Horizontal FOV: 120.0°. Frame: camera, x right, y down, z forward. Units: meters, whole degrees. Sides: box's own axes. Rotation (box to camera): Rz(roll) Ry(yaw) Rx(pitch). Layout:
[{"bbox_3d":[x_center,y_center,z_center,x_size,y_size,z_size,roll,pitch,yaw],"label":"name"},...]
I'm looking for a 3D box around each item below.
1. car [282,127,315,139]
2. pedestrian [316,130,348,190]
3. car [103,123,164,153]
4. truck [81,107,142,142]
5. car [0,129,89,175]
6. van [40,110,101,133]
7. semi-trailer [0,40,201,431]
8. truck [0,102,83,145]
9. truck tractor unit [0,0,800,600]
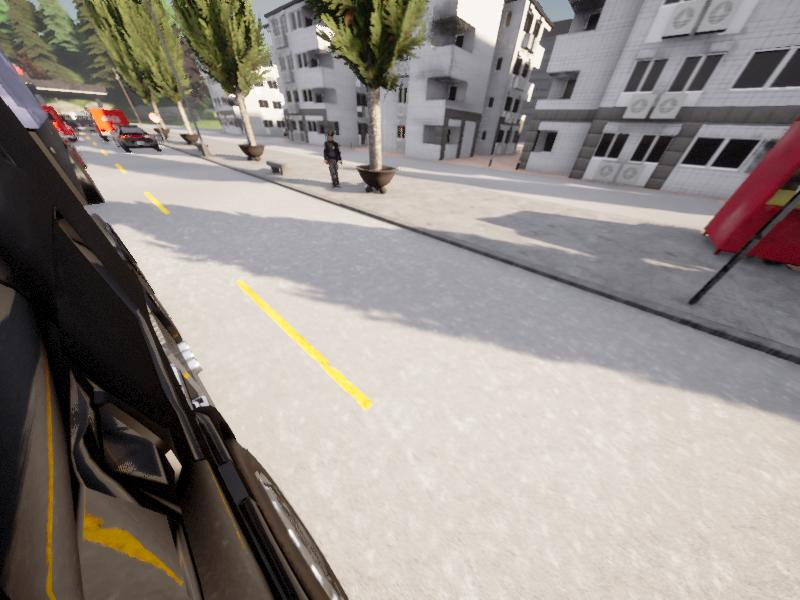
[{"bbox_3d":[-18.035,-29.715,41.193,4.974,1.542,2.038,-10,39,-16],"label":"car"},{"bbox_3d":[-2.528,-5.287,8.789,0.751,1.860,0.751,2,37,-1],"label":"pedestrian"},{"bbox_3d":[-19.956,-12.145,17.279,4.974,1.542,2.038,29,44,31],"label":"car"},{"bbox_3d":[-28.452,-17.284,22.793,5.204,2.467,2.627,29,44,31],"label":"truck"},{"bbox_3d":[-16.578,-7.011,10.780,4.181,1.385,1.994,30,45,32],"label":"car"},{"bbox_3d":[-42.478,-23.008,29.865,4.480,2.038,2.069,8,35,7],"label":"van"},{"bbox_3d":[-8.676,-3.626,4.241,14.254,4.402,2.717,28,44,30],"label":"semi-trailer"},{"bbox_3d":[-28.930,-14.352,18.845,5.204,2.467,2.627,29,44,31],"label":"truck"},{"bbox_3d":[-2.645,-0.295,0.352,6.516,4.208,3.053,28,44,30],"label":"truck tractor unit"}]
